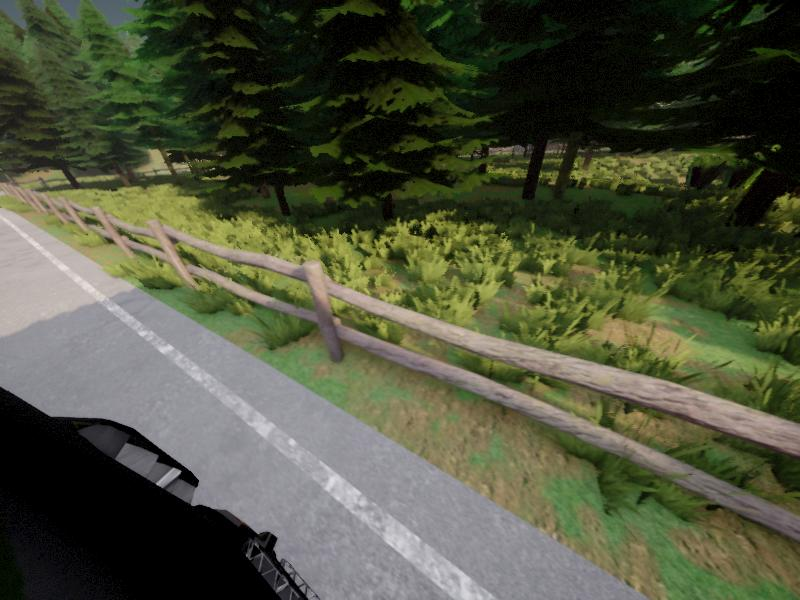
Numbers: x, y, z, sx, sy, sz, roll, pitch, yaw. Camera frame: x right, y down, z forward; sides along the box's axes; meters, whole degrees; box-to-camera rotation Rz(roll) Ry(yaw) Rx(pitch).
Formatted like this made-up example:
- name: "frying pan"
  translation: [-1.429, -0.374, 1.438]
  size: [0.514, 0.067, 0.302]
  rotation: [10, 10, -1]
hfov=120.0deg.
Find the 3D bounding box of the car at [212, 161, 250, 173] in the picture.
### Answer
- name: "car"
  translation: [-27.768, -21.959, 38.121]
  size: [4.674, 1.442, 1.812]
  rotation: [-17, 36, -20]
